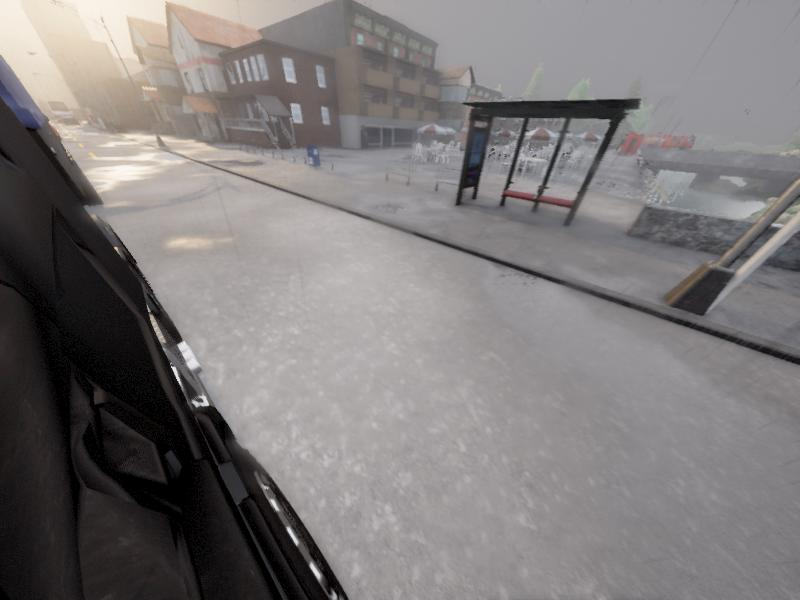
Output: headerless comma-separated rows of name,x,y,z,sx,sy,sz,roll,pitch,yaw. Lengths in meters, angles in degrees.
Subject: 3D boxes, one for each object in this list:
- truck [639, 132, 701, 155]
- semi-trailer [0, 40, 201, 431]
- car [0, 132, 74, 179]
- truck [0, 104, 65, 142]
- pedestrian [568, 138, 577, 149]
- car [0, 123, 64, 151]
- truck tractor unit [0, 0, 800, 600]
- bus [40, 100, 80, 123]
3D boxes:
truck,61.755,-36.241,53.301,8.468,3.827,2.891,28,43,30
semi-trailer,-8.702,-3.597,4.232,14.254,4.402,2.717,28,43,30
car,-16.773,-6.609,10.367,4.718,1.301,1.895,28,43,30
truck,-33.299,-15.884,20.765,5.204,2.467,2.627,28,43,30
pedestrian,37.782,-34.274,50.544,0.751,1.860,0.751,28,43,30
car,-26.137,-11.624,16.427,4.181,1.385,1.994,28,43,30
truck tractor unit,-2.645,-0.295,0.352,6.516,4.208,3.053,28,44,30
bus,-87.148,-48.299,59.279,10.273,4.253,3.944,28,43,30
